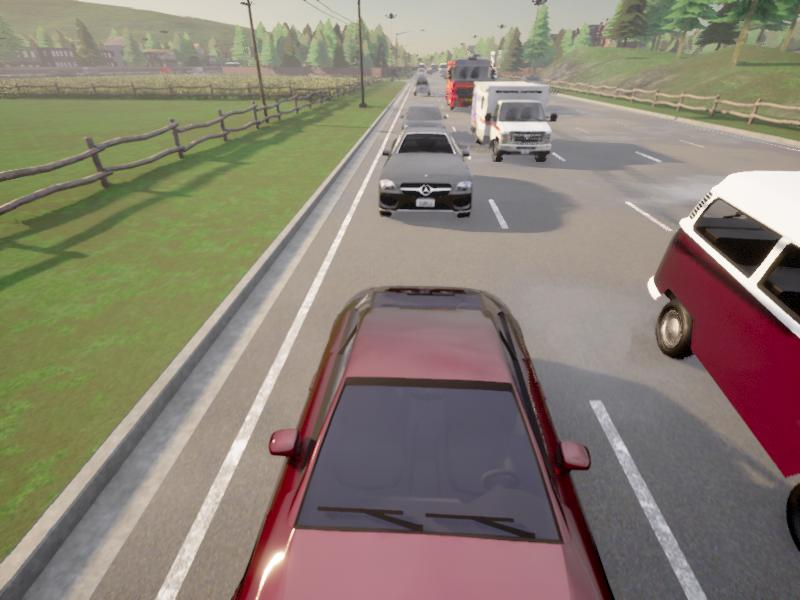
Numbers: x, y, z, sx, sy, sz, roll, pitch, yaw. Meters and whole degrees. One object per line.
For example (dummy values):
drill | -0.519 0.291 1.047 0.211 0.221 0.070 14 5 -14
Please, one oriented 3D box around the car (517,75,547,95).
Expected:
car | 16.866 -27.744 51.474 2.150 2.045 5.566 1 30 2

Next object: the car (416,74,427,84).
car | 4.313 -43.577 78.922 2.038 1.542 4.974 1 30 2

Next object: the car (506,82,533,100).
car | 12.927 -22.759 43.496 1.970 1.475 3.806 1 30 2

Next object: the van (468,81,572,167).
van | 4.400 -7.331 16.149 2.351 2.431 6.366 1 31 1

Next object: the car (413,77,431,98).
car | 2.543 -24.329 45.725 1.932 1.855 4.605 1 31 2

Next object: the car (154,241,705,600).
car | 0.184 1.022 2.930 1.994 1.385 4.181 2 30 3

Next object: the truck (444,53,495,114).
truck | 5.359 -17.691 32.473 2.891 3.827 8.468 1 30 2

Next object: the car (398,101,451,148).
car | 1.103 -8.410 18.914 2.163 1.488 4.792 1 30 2

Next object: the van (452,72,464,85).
van | 11.255 -43.001 77.576 1.775 1.987 4.442 1 30 2

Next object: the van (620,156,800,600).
van | 3.837 0.457 3.187 2.069 2.038 4.480 4 33 7

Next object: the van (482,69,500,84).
van | 18.490 -45.688 81.758 2.351 2.431 6.366 1 30 2

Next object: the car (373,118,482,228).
car | 0.657 -3.581 10.518 2.152 1.651 5.027 1 30 2
